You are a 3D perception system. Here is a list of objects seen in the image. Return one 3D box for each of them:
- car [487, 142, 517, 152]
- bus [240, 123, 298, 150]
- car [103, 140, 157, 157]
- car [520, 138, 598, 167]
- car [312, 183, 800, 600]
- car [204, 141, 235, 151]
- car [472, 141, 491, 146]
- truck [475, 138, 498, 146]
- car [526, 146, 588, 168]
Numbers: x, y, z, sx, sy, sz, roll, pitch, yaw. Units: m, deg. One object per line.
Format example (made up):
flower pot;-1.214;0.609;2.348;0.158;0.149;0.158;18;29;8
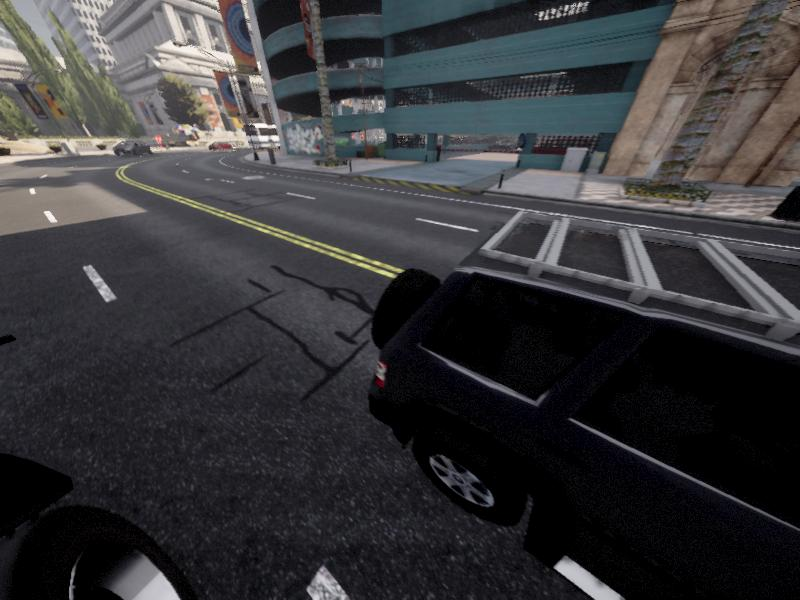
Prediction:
car;19.889;-30.043;45.200;4.902;1.511;2.128;22;41;28
bus;-27.236;-34.621;48.997;3.944;4.253;10.273;11;37;15
car;-35.353;-20.058;30.495;2.242;1.667;4.611;-7;36;-10
car;14.910;-14.104;21.952;5.566;2.045;2.435;22;41;28
car;2.012;0.762;1.223;4.605;1.855;1.932;22;41;28
car;-32.815;-28.084;42.162;1.994;1.385;4.181;4;35;6
car;26.884;-51.614;76.162;5.357;1.411;2.033;22;41;28
truck;29.195;-53.410;78.123;6.274;2.098;2.390;22;41;28
car;14.956;-13.764;22.151;4.514;1.523;2.007;22;41;28
